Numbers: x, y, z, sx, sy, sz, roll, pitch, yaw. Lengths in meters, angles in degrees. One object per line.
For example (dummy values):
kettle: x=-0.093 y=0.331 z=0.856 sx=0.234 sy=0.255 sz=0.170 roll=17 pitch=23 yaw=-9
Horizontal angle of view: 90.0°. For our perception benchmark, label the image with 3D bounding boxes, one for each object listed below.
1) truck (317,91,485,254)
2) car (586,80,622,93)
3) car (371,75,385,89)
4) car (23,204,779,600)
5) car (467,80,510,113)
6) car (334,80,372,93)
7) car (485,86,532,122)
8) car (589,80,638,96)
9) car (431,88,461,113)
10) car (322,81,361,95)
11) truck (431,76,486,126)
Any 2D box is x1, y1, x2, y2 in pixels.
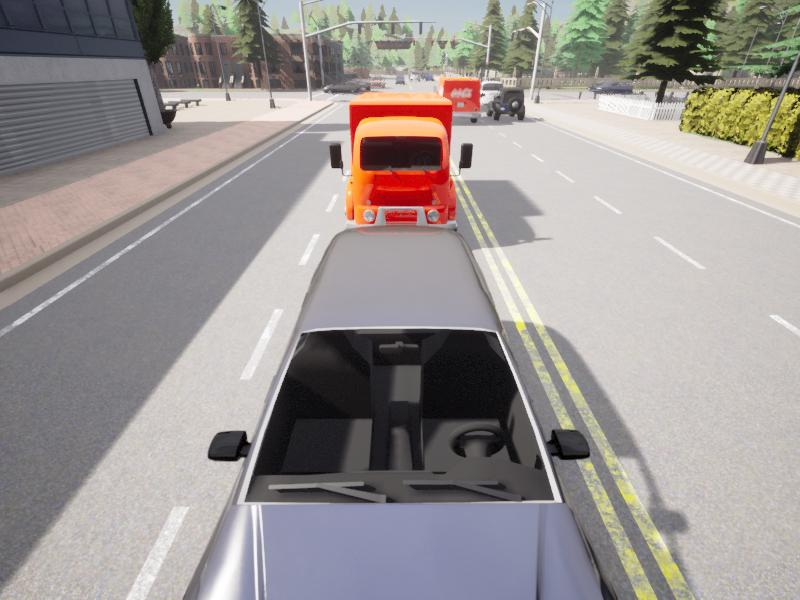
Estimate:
truck: x=0.010 y=-3.248 z=9.133 sx=2.627 sy=2.467 sz=5.204 roll=0 pitch=30 yaw=0
car: x=26.811 y=-28.131 z=52.645 sx=3.633 sy=1.501 sz=1.845 roll=0 pitch=30 yaw=0
car: x=-3.455 y=-34.789 z=63.830 sx=2.097 sy=1.767 sz=4.553 roll=0 pitch=30 yaw=0
car: x=-0.007 y=0.768 z=3.058 sx=2.242 sy=1.667 sz=4.611 roll=0 pitch=30 yaw=0
car: x=7.024 y=-16.593 z=32.410 sx=2.150 sy=2.045 sz=5.566 roll=0 pitch=30 yaw=0
car: x=-6.206 y=-28.347 z=53.104 sx=4.792 sy=1.488 sz=2.163 roll=0 pitch=30 yaw=0
car: x=7.023 y=-12.957 z=26.336 sx=1.905 sy=1.878 sz=3.866 roll=0 pitch=30 yaw=0
car: x=26.362 y=-26.352 z=49.630 sx=4.611 sy=1.667 sz=2.242 roll=0 pitch=30 yaw=0
car: x=3.527 y=-15.618 z=31.252 sx=1.845 sy=1.501 sz=3.633 roll=0 pitch=30 yaw=0
car: x=-7.286 y=-26.566 z=50.077 sx=4.514 sy=1.525 sz=2.007 roll=0 pitch=30 yaw=0
truck: x=3.526 y=-12.735 z=25.391 sx=2.627 sy=2.467 sz=5.204 roll=0 pitch=31 yaw=0
